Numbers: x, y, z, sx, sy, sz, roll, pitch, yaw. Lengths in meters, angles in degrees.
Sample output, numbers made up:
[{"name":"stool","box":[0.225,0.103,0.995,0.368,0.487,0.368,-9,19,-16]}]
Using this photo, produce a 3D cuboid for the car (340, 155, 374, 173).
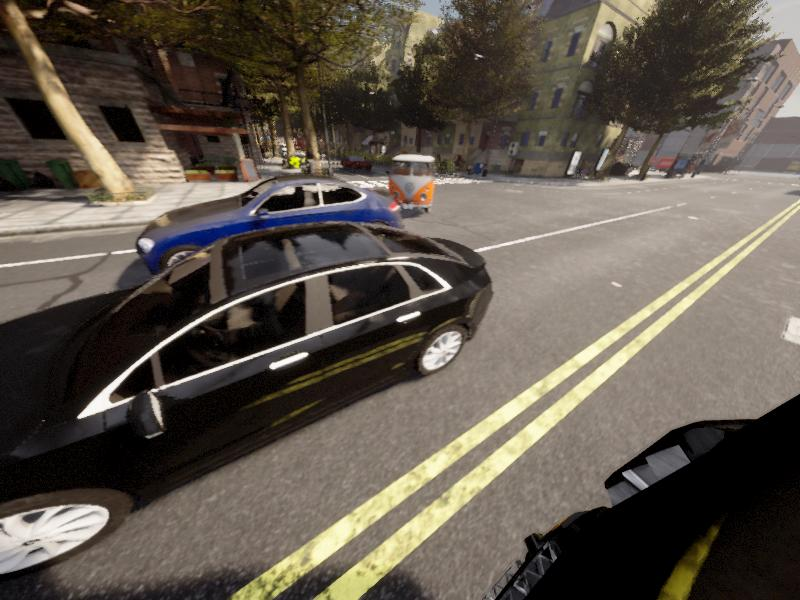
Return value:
[{"name":"car","box":[-4.652,-14.535,24.561,1.895,1.301,4.718,-16,38,-26]}]

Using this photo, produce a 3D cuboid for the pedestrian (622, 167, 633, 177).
[{"name":"pedestrian","box":[28.475,-16.038,28.918,0.500,1.100,0.500,-17,38,-27]}]

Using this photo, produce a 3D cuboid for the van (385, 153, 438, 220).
[{"name":"van","box":[0.628,-5.093,9.956,1.775,1.987,4.442,6,34,5]}]

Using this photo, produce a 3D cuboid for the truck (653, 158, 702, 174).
[{"name":"truck","box":[54.917,-26.673,45.903,2.627,2.467,5.204,-14,37,-23]}]

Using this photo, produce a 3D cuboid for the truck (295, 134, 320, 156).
[{"name":"truck","box":[-21.211,-35.399,52.821,2.891,3.827,8.468,-16,38,-26]}]

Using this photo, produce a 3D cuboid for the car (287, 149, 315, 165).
[{"name":"car","box":[-12.858,-18.475,29.842,2.231,1.521,4.892,-16,38,-26]}]

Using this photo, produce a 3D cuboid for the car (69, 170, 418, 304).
[{"name":"car","box":[-2.347,-1.789,5.073,5.027,1.651,2.152,-17,38,-26]}]

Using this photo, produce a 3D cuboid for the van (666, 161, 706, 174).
[{"name":"van","box":[58.265,-27.092,47.162,2.069,2.038,4.480,-16,38,-26]}]

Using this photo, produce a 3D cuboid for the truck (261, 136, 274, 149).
[{"name":"truck","box":[-50.335,-59.686,87.726,2.891,3.827,8.468,-16,38,-26]}]

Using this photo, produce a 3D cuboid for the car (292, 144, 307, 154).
[{"name":"car","box":[-26.045,-39.249,59.956,2.150,2.045,5.566,-17,38,-27]}]

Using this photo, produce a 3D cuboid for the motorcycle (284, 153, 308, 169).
[{"name":"motorcycle","box":[-9.866,-13.249,22.031,0.856,1.236,1.805,19,37,23]}]

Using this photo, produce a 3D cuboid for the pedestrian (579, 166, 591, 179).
[{"name":"pedestrian","box":[19.838,-13.672,24.749,0.500,1.100,0.500,-22,40,-32]}]

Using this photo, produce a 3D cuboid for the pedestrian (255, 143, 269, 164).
[{"name":"pedestrian","box":[-15.096,-16.044,25.345,0.751,1.860,0.751,-20,40,-30]}]

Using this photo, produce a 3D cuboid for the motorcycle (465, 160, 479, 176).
[{"name":"motorcycle","box":[7.425,-13.582,23.699,0.764,1.277,2.356,10,33,29]}]

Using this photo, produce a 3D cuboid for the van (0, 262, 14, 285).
[{"name":"van","box":[-8.309,-0.194,1.872,4.480,2.038,2.069,-17,38,-26]}]

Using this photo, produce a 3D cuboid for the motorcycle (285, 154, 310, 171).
[{"name":"motorcycle","box":[-9.410,-12.676,21.267,0.803,1.145,2.033,27,40,17]}]

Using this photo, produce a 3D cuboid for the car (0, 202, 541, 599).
[{"name":"car","box":[-1.158,0.149,2.327,4.892,1.490,1.837,-17,38,-26]}]

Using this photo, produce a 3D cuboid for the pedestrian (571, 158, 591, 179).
[{"name":"pedestrian","box":[18.361,-13.351,23.471,0.751,1.860,0.751,-6,34,-12]}]

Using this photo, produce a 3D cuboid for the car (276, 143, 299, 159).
[{"name":"car","box":[-19.553,-25.921,40.170,2.435,2.045,5.566,-16,38,-26]}]
